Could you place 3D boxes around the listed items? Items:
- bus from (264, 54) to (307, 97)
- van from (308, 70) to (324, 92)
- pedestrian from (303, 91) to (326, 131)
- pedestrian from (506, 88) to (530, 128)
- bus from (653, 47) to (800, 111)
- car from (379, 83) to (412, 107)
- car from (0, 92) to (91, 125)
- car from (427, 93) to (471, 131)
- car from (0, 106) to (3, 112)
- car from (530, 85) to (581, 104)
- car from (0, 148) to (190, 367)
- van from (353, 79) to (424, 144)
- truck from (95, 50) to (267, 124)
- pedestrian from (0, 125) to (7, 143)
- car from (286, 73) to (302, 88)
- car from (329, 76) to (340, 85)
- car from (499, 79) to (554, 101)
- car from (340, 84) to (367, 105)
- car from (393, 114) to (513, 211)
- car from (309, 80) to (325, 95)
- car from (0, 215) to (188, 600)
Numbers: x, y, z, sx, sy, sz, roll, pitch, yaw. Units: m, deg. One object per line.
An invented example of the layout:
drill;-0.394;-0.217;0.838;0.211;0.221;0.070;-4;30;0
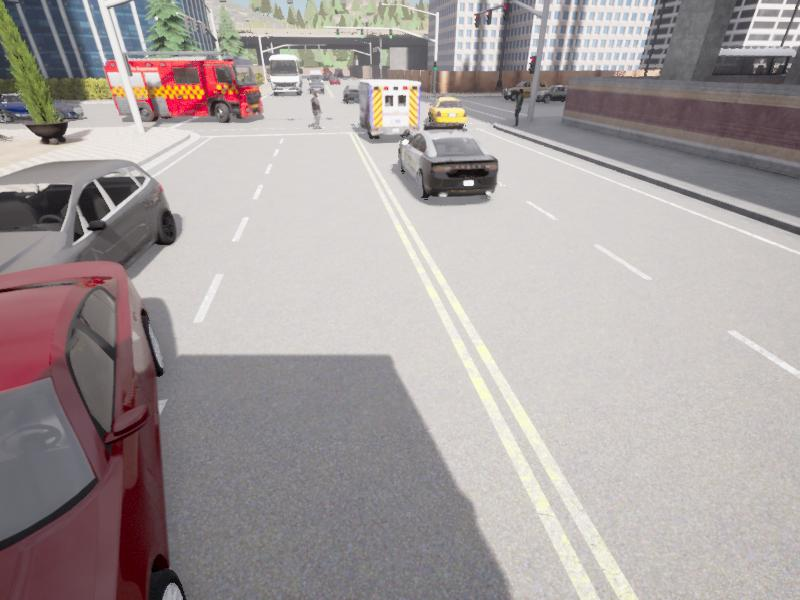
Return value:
bus;-13.954;-27.966;49.721;3.944;4.253;10.273;-5;31;-9
van;-12.201;-31.886;58.126;1.988;2.561;5.915;-5;31;-9
pedestrian;-4.609;-10.241;21.669;0.751;1.860;0.751;-21;36;-32
pedestrian;6.350;-10.362;21.542;0.751;1.860;0.751;22;37;32
bus;27.422;-18.191;32.865;10.273;4.253;3.944;-5;31;-8
car;-0.490;-18.771;36.496;2.242;1.667;4.611;-5;31;-9
car;-22.989;-12.125;25.229;4.856;1.649;2.033;-6;31;-9
car;2.760;-11.235;23.673;1.801;1.575;5.366;0;30;-1
car;-32.687;-14.740;29.804;3.705;1.549;1.789;-5;31;-9
car;14.570;-19.340;37.620;3.806;1.475;1.970;-5;31;-8
car;-5.350;-1.049;6.187;2.242;1.667;4.611;-5;30;-7
van;-0.802;-9.759;20.319;2.351;2.431;6.366;-6;31;-10
truck;-13.295;-13.291;25.017;8.468;3.827;2.891;3;31;5
pedestrian;-17.893;-7.739;17.121;0.751;1.860;0.751;-11;32;-19
car;-17.482;-36.437;66.422;2.150;2.045;5.566;-6;31;-9
car;-12.948;-43.385;78.947;1.994;1.385;4.181;-5;31;-9
car;12.654;-21.122;40.277;4.605;1.855;1.932;-4;31;-7
car;-4.531;-20.046;38.852;2.128;1.511;4.902;-5;31;-9
car;1.176;-4.241;11.645;1.930;1.638;5.238;-5;31;-9
car;-10.804;-27.568;51.813;1.812;1.442;4.674;-5;31;-9
car;-2.839;0.996;2.786;1.882;1.535;5.008;-16;34;-25
